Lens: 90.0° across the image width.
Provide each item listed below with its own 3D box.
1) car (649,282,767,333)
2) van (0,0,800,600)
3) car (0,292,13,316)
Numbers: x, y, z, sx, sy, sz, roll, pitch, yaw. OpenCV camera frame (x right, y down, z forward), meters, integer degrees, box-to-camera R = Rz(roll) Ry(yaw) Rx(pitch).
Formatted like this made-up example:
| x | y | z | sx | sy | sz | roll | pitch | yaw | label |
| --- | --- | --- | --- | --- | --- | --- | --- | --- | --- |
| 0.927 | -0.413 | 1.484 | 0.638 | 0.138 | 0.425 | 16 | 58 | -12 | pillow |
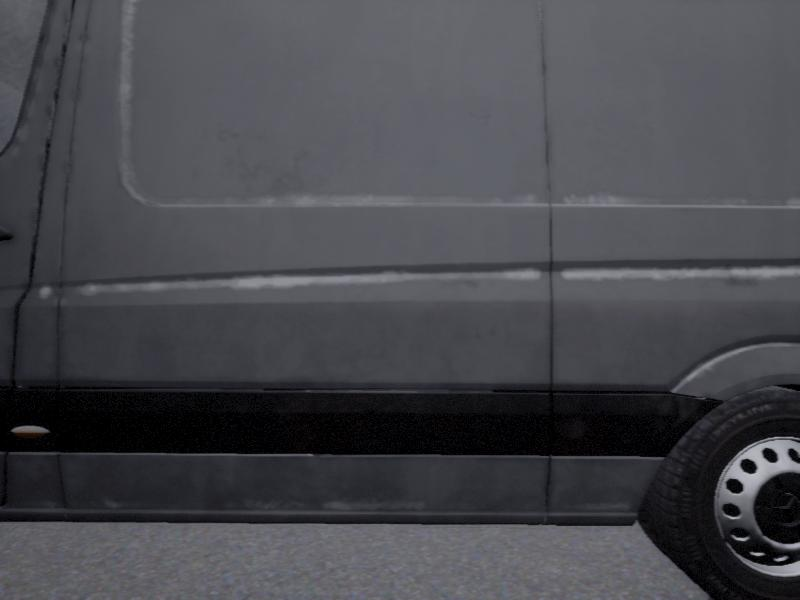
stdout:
| x | y | z | sx | sy | sz | roll | pitch | yaw | label |
| --- | --- | --- | --- | --- | --- | --- | --- | --- | --- |
| 12.473 | 0.264 | 16.581 | 1.905 | 1.878 | 3.866 | 0 | 0 | 0 | car |
| -0.508 | -0.256 | 2.220 | 5.915 | 2.561 | 1.988 | 1 | -1 | 0 | van |
| -26.623 | 0.260 | 24.574 | 3.806 | 1.475 | 1.970 | 0 | 0 | 0 | car |
